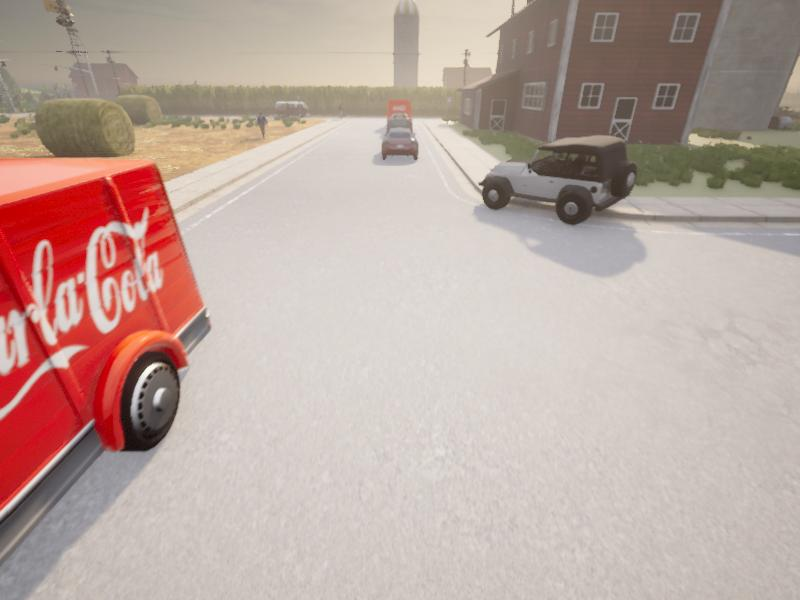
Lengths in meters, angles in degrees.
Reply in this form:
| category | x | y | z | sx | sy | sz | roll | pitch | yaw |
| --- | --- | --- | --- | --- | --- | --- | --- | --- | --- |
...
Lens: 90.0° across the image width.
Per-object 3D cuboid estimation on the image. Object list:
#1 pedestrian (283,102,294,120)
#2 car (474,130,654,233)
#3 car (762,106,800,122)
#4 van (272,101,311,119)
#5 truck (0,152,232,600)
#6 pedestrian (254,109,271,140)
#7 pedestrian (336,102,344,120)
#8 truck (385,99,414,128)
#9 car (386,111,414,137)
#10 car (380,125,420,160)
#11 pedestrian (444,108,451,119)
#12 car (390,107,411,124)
| category | x | y | z | sx | sy | sz | roll | pitch | yaw |
| --- | --- | --- | --- | --- | --- | --- | --- | --- | --- |
| pedestrian | -13.210 | -22.416 | 47.426 | 0.751 | 1.860 | 0.751 | 6 | 28 | 10 |
| car | 4.156 | -3.380 | 10.789 | 1.905 | 1.878 | 3.866 | -28 | 37 | -34 |
| car | 50.935 | -24.567 | 52.811 | 3.866 | 1.878 | 1.905 | 1 | 27 | 1 |
| van | -14.387 | -25.397 | 53.431 | 4.480 | 2.038 | 2.069 | 1 | 27 | 1 |
| truck | -3.501 | 0.792 | 2.324 | 2.627 | 2.467 | 5.204 | 0 | 27 | 0 |
| pedestrian | -9.316 | -11.888 | 27.088 | 0.751 | 1.860 | 0.751 | -4 | 28 | -8 |
| pedestrian | -7.065 | -22.365 | 47.406 | 0.751 | 1.860 | 0.751 | 0 | 27 | 0 |
| truck | -0.038 | -18.477 | 39.640 | 2.627 | 2.467 | 5.204 | 0 | 26 | 0 |
| car | -0.030 | -14.674 | 33.245 | 2.152 | 1.651 | 5.027 | 0 | 27 | 0 |
| car | -0.013 | -8.681 | 21.915 | 1.994 | 1.385 | 4.181 | 0 | 27 | -1 |
| pedestrian | 5.971 | -23.661 | 50.772 | 0.751 | 1.300 | 0.751 | 0 | 27 | 0 |
| car | 0.103 | -21.333 | 46.241 | 2.038 | 1.542 | 4.974 | 2 | 27 | 3 |
